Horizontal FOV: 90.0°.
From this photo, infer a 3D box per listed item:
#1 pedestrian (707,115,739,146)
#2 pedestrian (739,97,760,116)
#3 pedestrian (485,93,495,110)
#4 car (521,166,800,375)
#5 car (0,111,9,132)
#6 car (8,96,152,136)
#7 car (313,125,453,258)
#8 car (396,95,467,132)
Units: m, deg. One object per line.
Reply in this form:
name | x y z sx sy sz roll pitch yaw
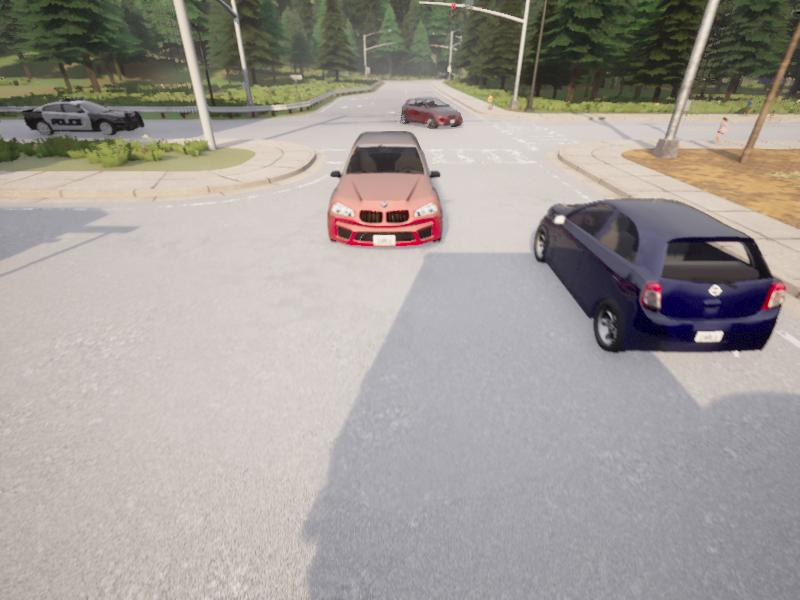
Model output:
pedestrian | 13.349 -7.013 16.552 0.500 1.100 0.500 -1 30 -2
pedestrian | 22.906 -12.668 26.203 0.500 1.100 0.500 -1 30 -2
pedestrian | 6.575 -14.477 29.177 0.500 1.100 0.500 13 33 21
car | 3.250 -0.728 5.689 1.845 1.501 3.633 0 30 -1
car | -23.169 -9.108 20.156 4.718 1.301 1.895 0 30 0
car | -15.811 -9.230 20.047 5.238 1.638 1.930 0 30 0
car | -0.302 -2.642 8.788 2.242 1.667 4.611 0 30 -1
car | 1.666 -10.618 22.602 1.816 1.474 4.193 -18 35 -27
